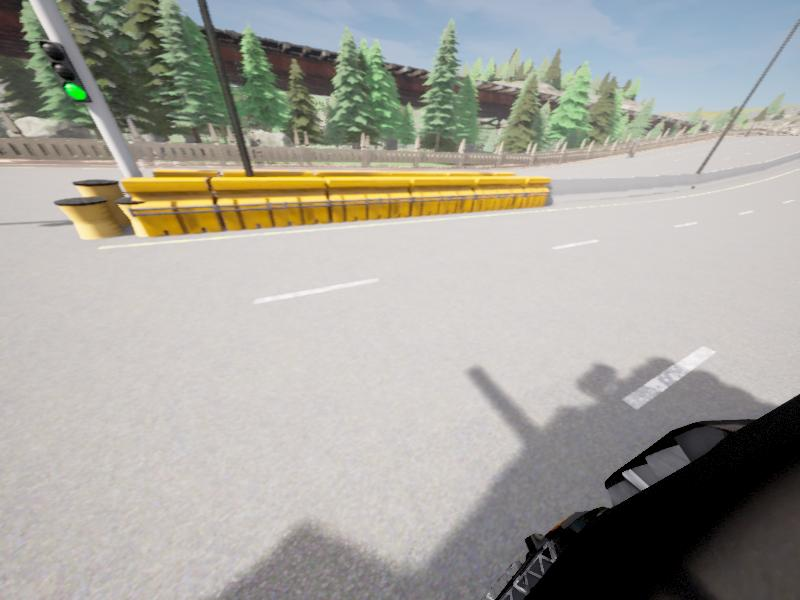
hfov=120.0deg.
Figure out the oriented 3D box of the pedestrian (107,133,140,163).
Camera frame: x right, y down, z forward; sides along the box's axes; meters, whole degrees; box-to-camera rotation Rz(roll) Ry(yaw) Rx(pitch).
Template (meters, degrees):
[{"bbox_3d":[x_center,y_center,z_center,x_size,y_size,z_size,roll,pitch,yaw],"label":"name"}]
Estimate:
[{"bbox_3d":[-20.841,-11.490,17.477,0.751,1.860,0.751,-12,37,-22],"label":"pedestrian"}]
